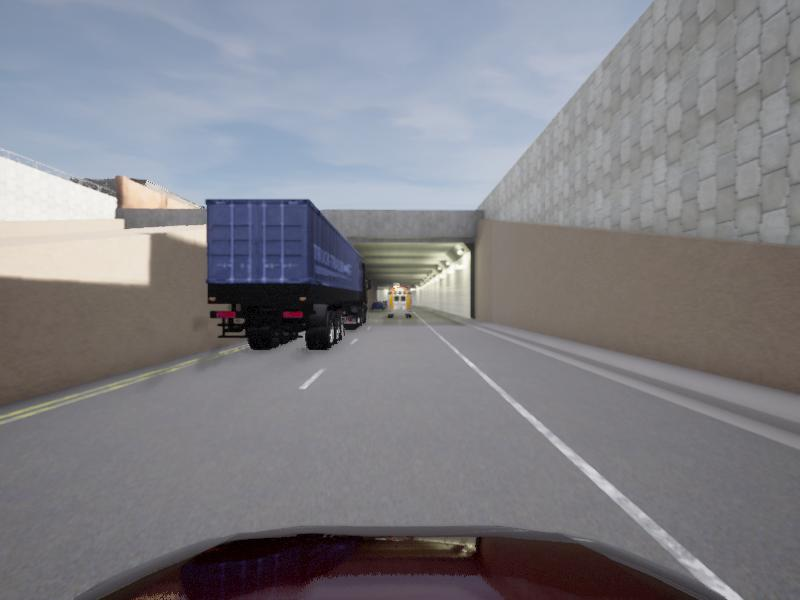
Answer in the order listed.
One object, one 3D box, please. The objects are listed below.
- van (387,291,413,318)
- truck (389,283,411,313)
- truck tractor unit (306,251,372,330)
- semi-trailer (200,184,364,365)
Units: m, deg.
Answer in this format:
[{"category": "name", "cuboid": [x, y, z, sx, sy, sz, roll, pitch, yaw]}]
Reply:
[{"category": "van", "cuboid": [-0.001, 0.392, 38.724, 2.351, 2.431, 6.366, 0, 0, 0]}, {"category": "truck", "cuboid": [0.004, -0.299, 55.338, 2.891, 3.827, 8.468, 0, 0, 0]}, {"category": "truck tractor unit", "cuboid": [-3.503, -0.512, 24.776, 3.053, 4.208, 6.516, 0, 0, 0]}, {"category": "semi-trailer", "cuboid": [-3.500, -0.612, 16.860, 2.717, 4.402, 14.254, 0, 0, 0]}]
